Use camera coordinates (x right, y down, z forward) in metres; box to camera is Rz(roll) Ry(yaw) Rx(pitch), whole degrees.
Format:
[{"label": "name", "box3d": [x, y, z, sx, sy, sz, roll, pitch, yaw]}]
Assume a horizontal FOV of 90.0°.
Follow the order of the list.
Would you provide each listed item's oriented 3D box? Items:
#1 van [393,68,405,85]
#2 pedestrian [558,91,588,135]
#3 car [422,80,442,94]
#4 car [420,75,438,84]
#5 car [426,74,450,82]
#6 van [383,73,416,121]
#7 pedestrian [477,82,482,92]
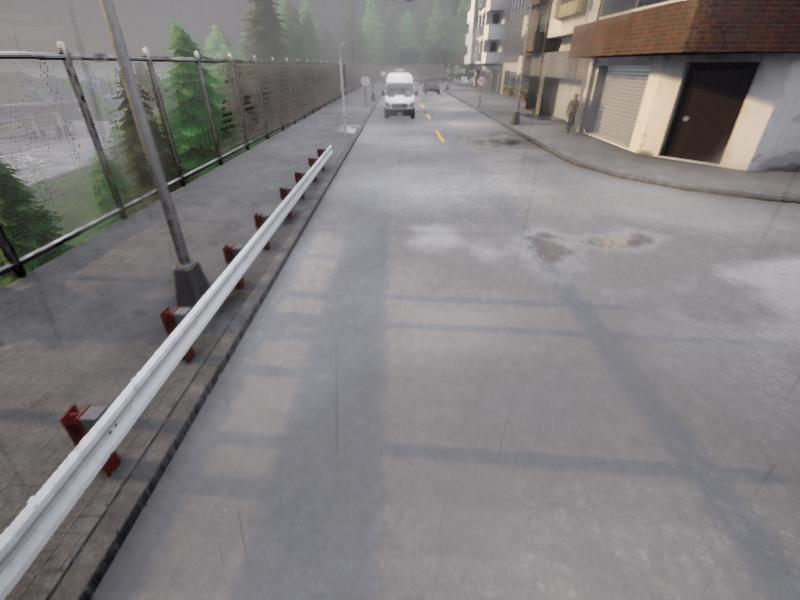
[{"label": "van", "box3d": [-0.092, -40.817, 73.093, 1.988, 2.561, 5.915, 1, 30, 2]}, {"label": "pedestrian", "box3d": [8.260, -8.965, 19.160, 0.751, 1.860, 0.751, 0, 30, 0]}, {"label": "car", "box3d": [3.987, -27.025, 50.699, 2.033, 1.411, 5.357, 0, 30, 0]}, {"label": "car", "box3d": [5.731, -43.741, 79.239, 1.994, 1.385, 4.181, 16, 34, 25]}, {"label": "car", "box3d": [7.997, -46.931, 84.609, 4.674, 1.442, 1.812, -8, 31, -13]}, {"label": "van", "box3d": [-0.012, -14.020, 27.384, 1.988, 2.561, 5.915, 0, 30, 0]}, {"label": "pedestrian", "box3d": [10.074, -27.032, 50.782, 0.500, 1.100, 0.500, 7, 31, 11]}]
